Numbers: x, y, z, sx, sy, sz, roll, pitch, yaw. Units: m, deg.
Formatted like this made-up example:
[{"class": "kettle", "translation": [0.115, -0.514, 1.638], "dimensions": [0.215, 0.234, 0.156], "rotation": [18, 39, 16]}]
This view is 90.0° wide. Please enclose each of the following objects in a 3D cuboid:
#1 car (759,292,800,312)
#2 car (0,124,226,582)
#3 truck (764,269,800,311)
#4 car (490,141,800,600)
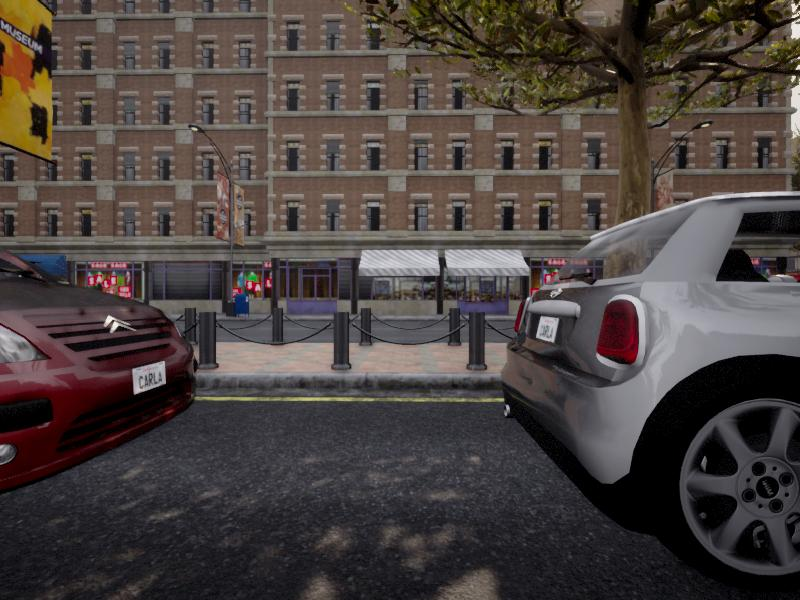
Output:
[{"class": "car", "translation": [34.548, 0.171, 34.748], "dimensions": [1.930, 1.638, 5.238], "rotation": [0, 0, 0]}, {"class": "car", "translation": [-3.390, 0.188, 2.287], "dimensions": [3.988, 1.617, 1.851], "rotation": [0, 0, 1]}, {"class": "truck", "translation": [38.063, -0.920, 36.045], "dimensions": [2.891, 3.827, 8.468], "rotation": [0, 0, 1]}, {"class": "car", "translation": [2.600, 0.253, 2.173], "dimensions": [3.806, 1.475, 1.970], "rotation": [0, 0, 1]}]
